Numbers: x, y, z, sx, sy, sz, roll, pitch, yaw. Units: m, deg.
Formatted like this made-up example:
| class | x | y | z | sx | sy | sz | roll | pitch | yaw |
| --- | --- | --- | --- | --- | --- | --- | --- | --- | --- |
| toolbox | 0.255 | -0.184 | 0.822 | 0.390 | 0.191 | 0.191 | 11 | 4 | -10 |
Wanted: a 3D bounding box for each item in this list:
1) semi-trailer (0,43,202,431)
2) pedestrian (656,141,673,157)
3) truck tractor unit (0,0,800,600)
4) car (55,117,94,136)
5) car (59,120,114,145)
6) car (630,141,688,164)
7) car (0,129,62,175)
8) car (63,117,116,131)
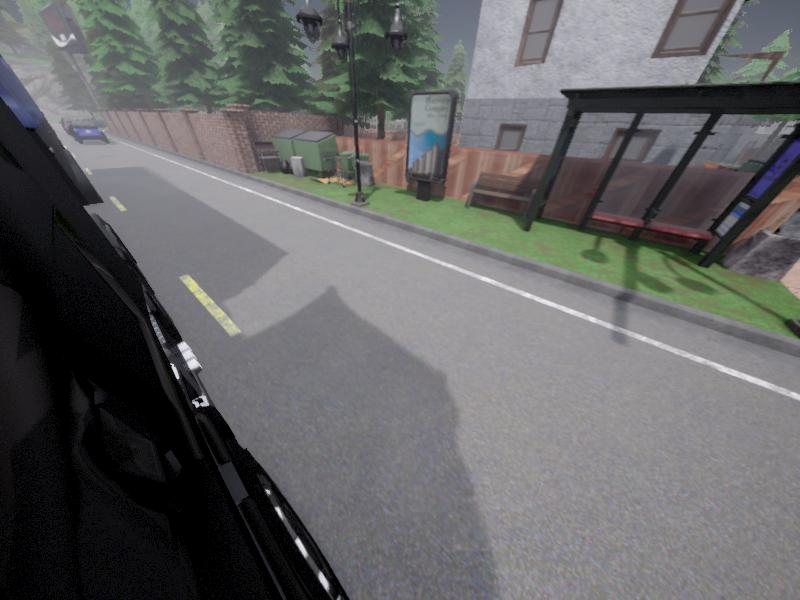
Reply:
| class | x | y | z | sx | sy | sz | roll | pitch | yaw |
| --- | --- | --- | --- | --- | --- | --- | --- | --- | --- |
| semi-trailer | -8.693 | -3.616 | 4.222 | 14.254 | 4.402 | 2.717 | 28 | 44 | 30 |
| pedestrian | 37.482 | -21.473 | 32.784 | 0.751 | 1.860 | 0.751 | -26 | 46 | -33 |
| truck tractor unit | -2.645 | -0.295 | 0.351 | 6.516 | 4.208 | 3.053 | 28 | 44 | 30 |
| car | -35.812 | -19.054 | 25.401 | 3.705 | 1.549 | 1.789 | 28 | 43 | 29 |
| car | -27.137 | -14.543 | 19.980 | 4.514 | 1.525 | 2.007 | 27 | 43 | 29 |
| car | 30.571 | -17.654 | 27.526 | 1.932 | 1.855 | 4.605 | 6 | 37 | 4 |
| car | -17.343 | -6.687 | 10.290 | 4.181 | 1.385 | 1.994 | 27 | 43 | 29 |
| car | -43.926 | -25.038 | 32.824 | 1.812 | 1.442 | 4.674 | -4 | 38 | -7 |
